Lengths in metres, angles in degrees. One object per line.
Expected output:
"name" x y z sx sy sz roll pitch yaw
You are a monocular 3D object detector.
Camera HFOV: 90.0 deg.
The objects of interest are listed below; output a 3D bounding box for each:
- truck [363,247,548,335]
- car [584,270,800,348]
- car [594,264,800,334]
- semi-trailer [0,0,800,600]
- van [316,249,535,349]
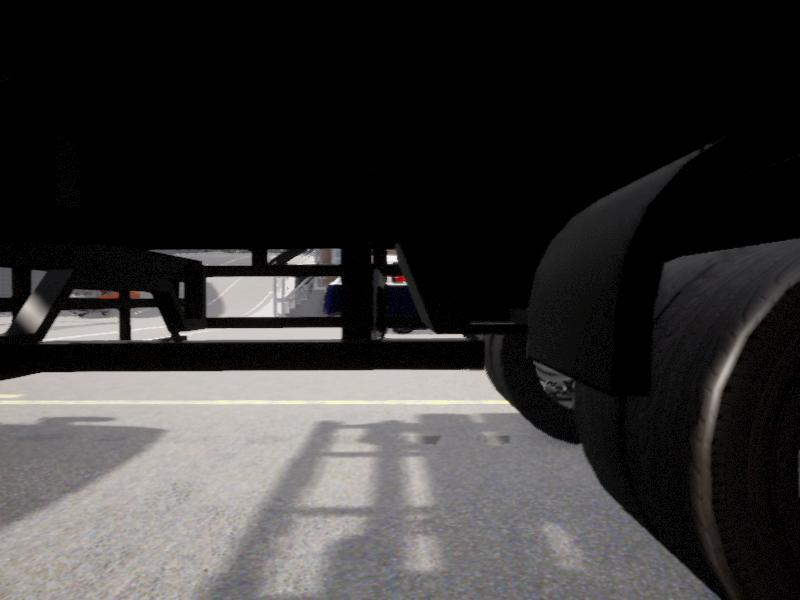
"truck" 1.580 -0.243 12.578 5.204 2.467 2.627 0 0 1
"car" 6.665 0.188 9.202 3.988 1.617 1.851 0 0 0
"car" 9.445 -0.032 12.679 5.566 2.045 2.150 0 0 0
"semi-trailer" 5.115 -1.217 2.198 14.254 4.402 2.717 0 0 0
"van" 0.524 -0.029 9.201 4.480 2.038 2.069 0 0 0
